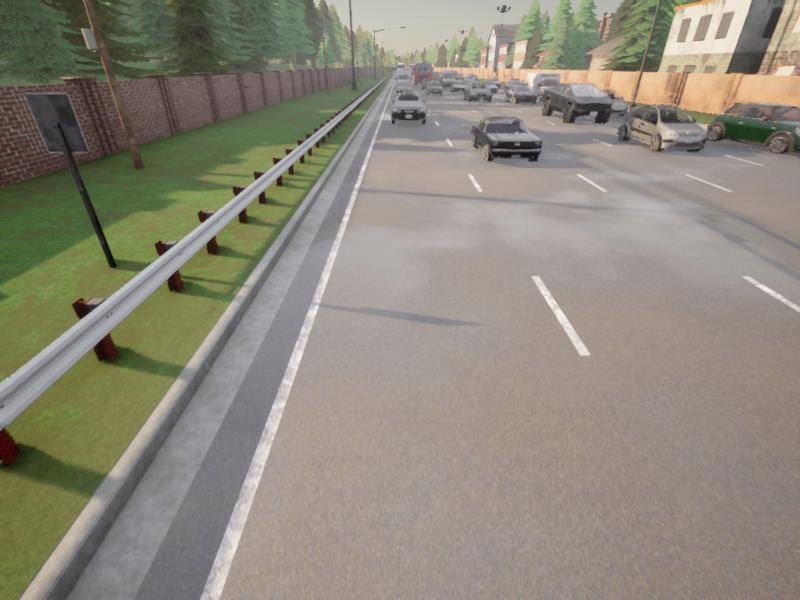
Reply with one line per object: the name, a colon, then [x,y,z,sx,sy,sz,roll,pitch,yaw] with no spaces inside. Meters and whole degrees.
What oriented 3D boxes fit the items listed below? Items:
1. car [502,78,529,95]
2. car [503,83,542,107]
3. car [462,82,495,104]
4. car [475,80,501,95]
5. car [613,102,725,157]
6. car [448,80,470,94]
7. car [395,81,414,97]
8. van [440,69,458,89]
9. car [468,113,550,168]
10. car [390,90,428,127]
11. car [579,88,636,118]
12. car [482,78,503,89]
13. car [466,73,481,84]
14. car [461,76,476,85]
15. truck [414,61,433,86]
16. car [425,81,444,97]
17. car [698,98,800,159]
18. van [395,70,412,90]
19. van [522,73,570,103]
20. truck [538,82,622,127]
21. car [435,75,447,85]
car: [14.527,-27.062,50.646,1.930,1.638,5.238,0,30,0]
car: [11.020,-18.689,36.329,1.930,1.638,5.238,0,30,0]
car: [7.521,-20.058,38.639,2.242,1.667,4.611,0,30,0]
car: [11.025,-26.876,50.556,2.033,1.411,5.357,0,30,0]
car: [11.006,-7.255,16.815,1.851,1.617,3.988,0,30,0]
car: [7.525,-27.469,51.568,2.033,1.411,5.357,0,30,0]
car: [0.525,-25.169,47.563,2.163,1.488,4.792,0,30,0]
van: [7.529,-34.372,62.208,1.988,2.561,5.915,0,30,0]
car: [4.007,-6.336,15.550,1.895,1.301,4.718,0,30,0]
car: [0.514,-12.063,25.016,2.152,1.651,5.027,0,30,0]
car: [14.515,-13.974,28.303,1.851,1.617,3.988,0,30,0]
car: [14.532,-34.090,62.891,2.033,1.411,5.357,0,30,0]
car: [14.543,-44.218,79.831,2.097,1.767,4.553,0,30,0]
car: [12.744,-40.971,74.652,1.970,1.475,3.806,0,30,0]
truck: [4.034,-40.758,71.887,2.891,3.827,8.468,0,30,0]
car: [4.025,-24.851,47.005,1.837,1.490,4.892,0,31,0]
car: [15.504,-7.272,16.659,2.097,1.767,4.553,-5,31,-8]
van: [0.530,-32.954,59.926,2.351,2.431,6.366,0,30,0]
van: [14.521,-21.476,40.316,2.351,2.431,6.366,0,30,0]
truck: [11.014,-12.469,25.239,2.390,2.098,6.274,0,30,0]
car: [7.539,-41.032,74.599,1.845,1.501,3.633,0,30,0]
